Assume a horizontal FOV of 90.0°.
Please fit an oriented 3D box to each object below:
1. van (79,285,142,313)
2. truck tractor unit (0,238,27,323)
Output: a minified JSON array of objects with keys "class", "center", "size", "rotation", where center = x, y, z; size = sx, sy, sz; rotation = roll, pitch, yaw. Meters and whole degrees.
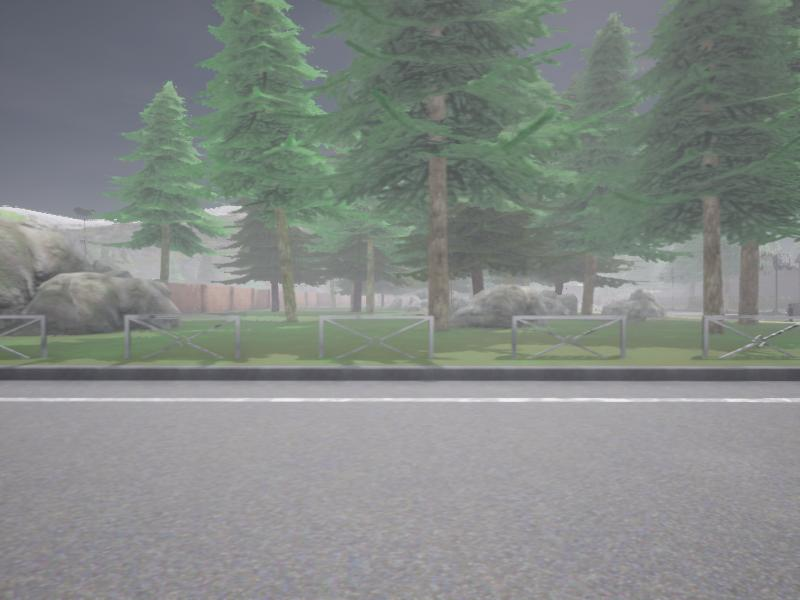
[{"class":"van","center":[-28.434,-0.118,39.582],"size":[1.988,2.561,5.915],"rotation":[0,0,-1]},{"class":"truck tractor unit","center":[-21.107,-0.951,17.772],"size":[3.053,4.208,6.516],"rotation":[0,0,-2]}]
